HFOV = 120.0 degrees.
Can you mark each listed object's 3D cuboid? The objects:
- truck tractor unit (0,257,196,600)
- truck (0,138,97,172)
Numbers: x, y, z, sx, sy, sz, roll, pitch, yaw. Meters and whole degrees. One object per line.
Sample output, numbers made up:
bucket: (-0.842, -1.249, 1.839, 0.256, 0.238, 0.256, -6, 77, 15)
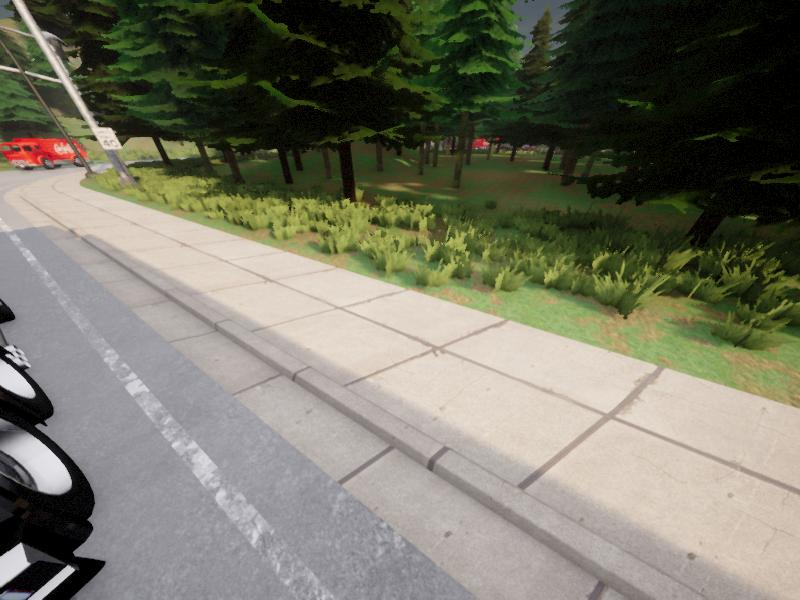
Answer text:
truck tractor unit: (-5.102, -0.308, 0.804, 6.516, 4.208, 3.053, 19, 39, 25)
truck: (-34.071, -14.081, 22.258, 2.627, 2.467, 5.204, -5, 35, -6)
